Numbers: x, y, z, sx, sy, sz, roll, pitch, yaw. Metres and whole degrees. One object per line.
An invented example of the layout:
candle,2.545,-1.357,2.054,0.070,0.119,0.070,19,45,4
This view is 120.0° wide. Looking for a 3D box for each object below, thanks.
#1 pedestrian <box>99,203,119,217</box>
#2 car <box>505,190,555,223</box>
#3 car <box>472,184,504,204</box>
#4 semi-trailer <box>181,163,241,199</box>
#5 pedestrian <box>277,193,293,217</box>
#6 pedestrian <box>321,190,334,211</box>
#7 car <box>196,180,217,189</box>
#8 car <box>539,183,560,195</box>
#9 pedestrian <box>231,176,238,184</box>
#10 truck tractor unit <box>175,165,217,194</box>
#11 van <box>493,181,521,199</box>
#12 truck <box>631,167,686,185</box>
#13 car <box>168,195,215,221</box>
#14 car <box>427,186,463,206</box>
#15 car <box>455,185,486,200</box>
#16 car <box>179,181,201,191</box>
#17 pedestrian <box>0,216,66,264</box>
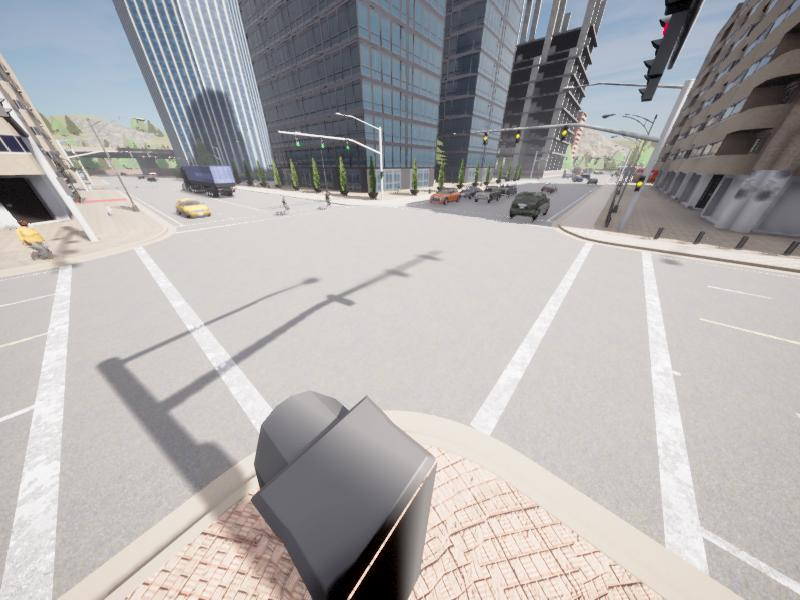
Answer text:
pedestrian,-25.246,-7.808,20.076,0.500,1.100,0.500,-8,31,-14
car,11.554,-8.391,20.374,2.150,2.045,5.566,23,37,34
car,11.313,-13.571,29.522,1.932,1.855,4.605,23,37,34
semi-trailer,-30.011,-18.928,36.371,14.254,4.402,2.717,23,37,34
pedestrian,-10.567,-8.717,21.185,0.751,1.860,0.751,-22,37,-33
pedestrian,-7.500,-10.370,24.033,0.751,1.860,0.751,24,38,35
car,-41.206,-24.667,49.204,4.514,1.525,2.007,23,37,34
car,25.425,-18.977,39.321,1.812,1.442,4.674,23,37,34
pedestrian,-41.483,-30.136,57.989,0.751,1.860,0.751,22,36,33
truck tractor unit,-36.077,-21.380,40.821,6.516,4.208,3.053,23,37,34
van,15.712,-16.227,33.959,2.069,2.038,4.480,23,37,34
truck,65.877,-31.855,59.348,8.468,3.827,2.891,23,37,34
car,-19.348,-8.636,21.389,5.366,1.575,1.801,23,37,34
car,5.584,-12.881,28.411,2.097,1.767,4.553,23,37,34
car,10.100,-15.400,33.058,2.128,1.511,4.902,23,37,34
car,-41.182,-22.370,45.225,4.514,1.525,2.007,23,37,34
pedestrian,-16.406,-2.671,10.307,0.751,1.860,0.751,-10,31,-16
